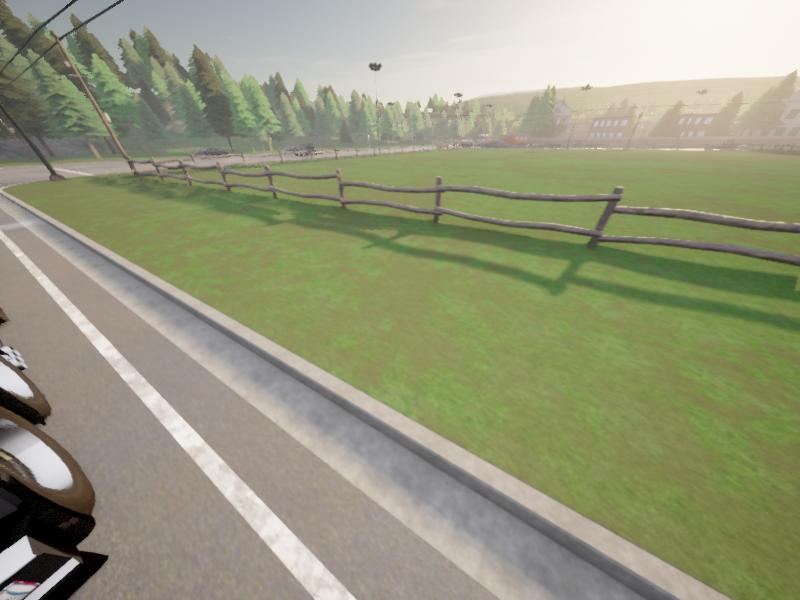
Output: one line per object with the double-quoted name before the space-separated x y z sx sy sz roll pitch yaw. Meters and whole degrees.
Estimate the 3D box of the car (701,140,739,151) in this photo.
"car" 67.244 -32.554 48.614 3.866 1.878 1.905 18 39 25

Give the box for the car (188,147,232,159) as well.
"car" -30.137 -23.482 36.792 1.837 1.490 4.892 19 39 25

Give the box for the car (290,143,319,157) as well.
"car" -16.102 -25.450 39.146 1.905 1.878 3.866 19 39 25

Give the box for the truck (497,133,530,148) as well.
"truck" 35.899 -50.645 73.230 8.468 3.827 2.891 18 39 25

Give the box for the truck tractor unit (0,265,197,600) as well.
"truck tractor unit" -5.120 -0.290 0.787 6.516 4.208 3.053 18 39 24

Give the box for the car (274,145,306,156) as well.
"car" -20.817 -28.560 44.002 2.128 1.511 4.902 19 39 25

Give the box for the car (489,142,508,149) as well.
"car" 28.680 -45.138 67.384 4.611 1.667 2.242 18 39 25
